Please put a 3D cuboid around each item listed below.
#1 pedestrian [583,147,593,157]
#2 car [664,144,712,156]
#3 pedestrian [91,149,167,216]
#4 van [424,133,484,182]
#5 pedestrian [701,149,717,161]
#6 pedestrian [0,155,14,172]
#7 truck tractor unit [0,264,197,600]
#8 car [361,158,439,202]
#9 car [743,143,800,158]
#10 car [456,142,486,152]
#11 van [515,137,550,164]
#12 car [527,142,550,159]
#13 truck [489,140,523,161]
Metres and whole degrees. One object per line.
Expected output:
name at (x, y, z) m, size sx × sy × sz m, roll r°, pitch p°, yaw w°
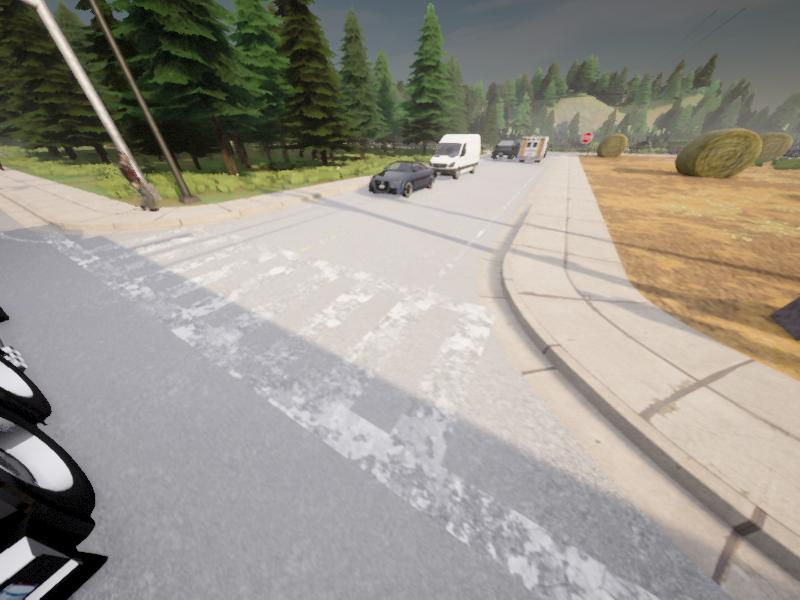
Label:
pedestrian at (25.755, -20.283, 31.627) m, size 0.500 × 1.100 × 0.500 m, roll -2°, pitch 35°, yaw -3°
car at (43.966, -23.037, 35.409) m, size 4.193 × 1.474 × 1.816 m, roll 21°, pitch 40°, yaw 27°
pedestrian at (-8.898, -3.915, 7.706) m, size 0.751 × 1.860 × 0.751 m, roll -17°, pitch 38°, yaw -23°
van at (4.039, -10.462, 16.750) m, size 1.988 × 2.561 × 5.915 m, roll 19°, pitch 39°, yaw 25°
pedestrian at (33.114, -15.526, 24.753) m, size 0.500 × 1.100 × 0.500 m, roll -20°, pitch 40°, yaw -26°
pedestrian at (-31.896, -11.154, 18.151) m, size 0.751 × 1.860 × 0.751 m, roll 20°, pitch 40°, yaw 27°
truck tractor unit at (-5.117, -0.293, 0.788) m, size 6.516 × 4.208 × 3.053 m, roll 18°, pitch 39°, yaw 24°
car at (0.185, -6.298, 11.833) m, size 1.994 × 1.385 × 4.181 m, roll 19°, pitch 39°, yaw 25°
car at (51.303, -20.296, 31.319) m, size 4.856 × 1.649 × 2.033 m, roll 21°, pitch 40°, yaw 27°
car at (14.700, -31.858, 48.023) m, size 5.238 × 1.638 × 1.930 m, roll 21°, pitch 40°, yaw 27°
van at (15.430, -17.398, 26.712) m, size 2.351 × 2.431 × 6.366 m, roll 19°, pitch 39°, yaw 25°
car at (19.136, -20.718, 31.911) m, size 1.905 × 1.878 × 3.866 m, roll 19°, pitch 39°, yaw 25°
truck at (13.914, -19.595, 30.148) m, size 2.390 × 2.098 × 6.274 m, roll 19°, pitch 39°, yaw 26°
